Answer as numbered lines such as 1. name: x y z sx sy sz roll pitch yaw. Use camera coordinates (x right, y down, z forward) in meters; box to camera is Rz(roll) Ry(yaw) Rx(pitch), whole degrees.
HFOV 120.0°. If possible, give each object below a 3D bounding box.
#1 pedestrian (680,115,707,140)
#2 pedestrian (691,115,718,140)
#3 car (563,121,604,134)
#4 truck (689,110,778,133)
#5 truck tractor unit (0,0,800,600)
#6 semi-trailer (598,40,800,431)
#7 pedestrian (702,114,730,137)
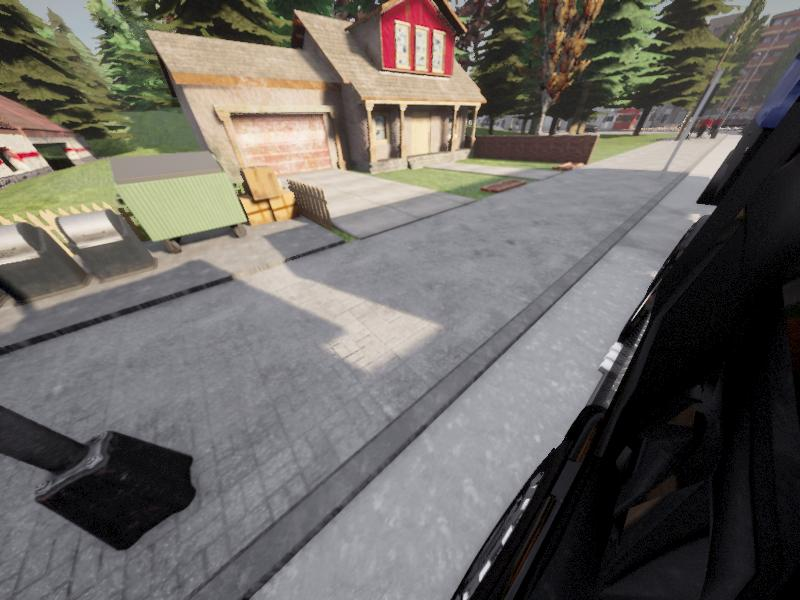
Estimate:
1. pedestrian: 27.409 -16.090 21.613 0.751 1.860 0.751 -27 43 -29
2. pedestrian: 28.124 -15.939 21.365 0.751 1.860 0.751 29 47 35
3. car: 32.711 -30.807 41.332 2.152 1.651 5.027 -28 44 -30
4. truck: 43.651 -23.521 30.517 2.390 2.098 6.274 -28 44 -30
5. truck tractor unit: 2.645 -0.295 0.352 6.516 4.208 3.053 -28 44 -30
6. semi-trailer: 8.692 -3.613 4.228 14.254 4.402 2.717 -28 44 -30
7. pedestrian: 31.794 -17.544 23.276 0.751 1.860 0.751 -19 40 -21
